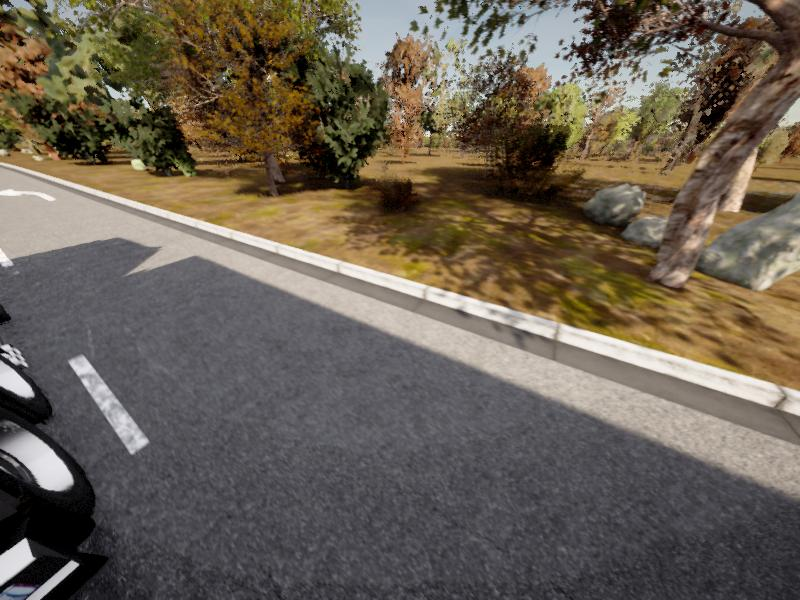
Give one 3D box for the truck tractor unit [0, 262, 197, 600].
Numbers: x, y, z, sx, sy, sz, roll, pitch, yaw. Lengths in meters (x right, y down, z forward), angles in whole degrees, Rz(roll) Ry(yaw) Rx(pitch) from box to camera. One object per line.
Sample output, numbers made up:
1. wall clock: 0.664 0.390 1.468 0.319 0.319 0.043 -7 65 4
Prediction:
1. truck tractor unit: -5.107 -0.306 0.779 6.516 4.208 3.053 19 39 24
